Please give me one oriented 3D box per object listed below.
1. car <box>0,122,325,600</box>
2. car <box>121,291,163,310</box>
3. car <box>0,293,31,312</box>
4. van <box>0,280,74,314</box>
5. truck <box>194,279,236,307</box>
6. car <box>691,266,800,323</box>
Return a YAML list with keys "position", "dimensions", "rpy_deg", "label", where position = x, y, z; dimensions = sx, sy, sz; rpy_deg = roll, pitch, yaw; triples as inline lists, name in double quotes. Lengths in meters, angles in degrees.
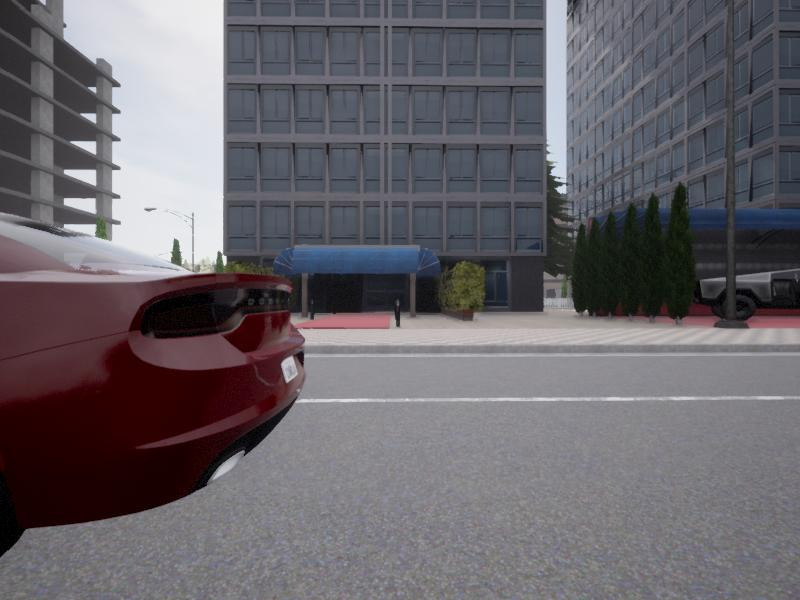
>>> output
- position: [-3.069, 0.223, 2.122]
  dimensions: [5.008, 1.535, 1.882]
  rpy_deg: [0, 0, -1]
  label: "car"
- position: [-26.647, 0.046, 41.505]
  dimensions: [1.905, 1.878, 3.866]
  rpy_deg: [0, 0, -1]
  label: "car"
- position: [-33.484, 0.203, 32.651]
  dimensions: [1.801, 1.575, 5.366]
  rpy_deg: [0, 0, -1]
  label: "car"
- position: [-29.976, -0.222, 32.177]
  dimensions: [2.351, 2.431, 6.366]
  rpy_deg: [0, 0, -1]
  label: "van"
- position: [-27.192, -0.921, 59.324]
  dimensions: [2.891, 3.827, 8.468]
  rpy_deg: [0, 0, -4]
  label: "truck"
- position: [15.472, -0.198, 15.717]
  dimensions: [6.274, 2.098, 2.390]
  rpy_deg: [0, 0, 29]
  label: "car"
